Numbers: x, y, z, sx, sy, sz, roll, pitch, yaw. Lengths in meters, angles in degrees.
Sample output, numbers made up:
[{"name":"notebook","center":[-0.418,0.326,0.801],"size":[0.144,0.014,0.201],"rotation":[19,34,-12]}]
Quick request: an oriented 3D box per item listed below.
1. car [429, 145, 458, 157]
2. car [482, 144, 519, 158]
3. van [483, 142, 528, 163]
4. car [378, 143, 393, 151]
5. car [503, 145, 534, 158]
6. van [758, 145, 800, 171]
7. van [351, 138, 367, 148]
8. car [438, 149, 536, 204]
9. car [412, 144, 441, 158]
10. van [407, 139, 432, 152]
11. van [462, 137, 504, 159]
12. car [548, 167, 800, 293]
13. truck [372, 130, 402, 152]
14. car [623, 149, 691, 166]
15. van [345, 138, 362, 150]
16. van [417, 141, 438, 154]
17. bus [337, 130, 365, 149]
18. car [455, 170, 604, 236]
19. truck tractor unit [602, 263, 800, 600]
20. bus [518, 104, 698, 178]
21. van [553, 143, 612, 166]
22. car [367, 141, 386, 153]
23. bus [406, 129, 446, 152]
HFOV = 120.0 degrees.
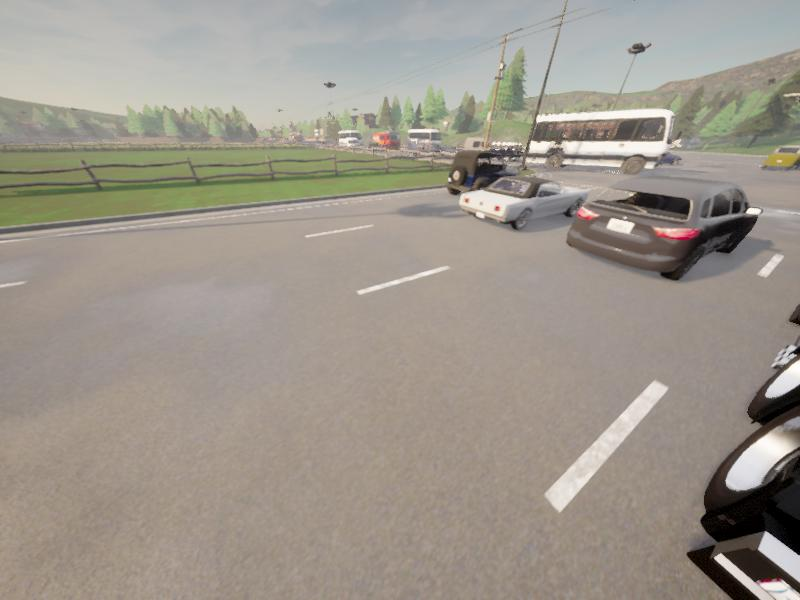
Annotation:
[{"name":"car","center":[7.051,-24.468,37.898],"size":[1.837,1.490,4.892],"rotation":[-19,39,-25]},{"name":"car","center":[15.877,-23.825,36.926],"size":[2.152,1.651,5.027],"rotation":[-19,39,-25]},{"name":"van","center":[13.225,-18.737,29.231],"size":[2.069,2.038,4.480],"rotation":[-19,39,-25]},{"name":"car","center":[-3.634,-38.721,58.335],"size":[1.812,1.442,4.674],"rotation":[-19,39,-25]},{"name":"car","center":[19.299,-24.422,37.826],"size":[1.851,1.617,3.988],"rotation":[-18,39,-25]},{"name":"van","center":[38.159,-13.997,22.661],"size":[4.442,1.987,1.775],"rotation":[-15,38,-21]},{"name":"van","center":[-12.676,-47.885,70.565],"size":[2.351,2.431,6.366],"rotation":[-19,39,-25]},{"name":"car","center":[4.037,-5.951,10.924],"size":[3.866,1.878,1.905],"rotation":[-18,39,-25]},{"name":"car","center":[4.088,-23.487,36.310],"size":[2.242,1.667,4.611],"rotation":[-19,39,-25]},{"name":"van","center":[4.318,-35.348,52.690],"size":[2.351,2.431,6.366],"rotation":[-19,39,-25]},{"name":"van","center":[12.559,-23.489,35.615],"size":[1.988,2.561,5.915],"rotation":[-18,39,-25]},{"name":"car","center":[6.317,-1.982,5.433],"size":[4.611,1.667,2.242],"rotation":[-16,38,-22]},{"name":"truck","center":[-3.049,-35.203,51.207],"size":[2.891,3.827,8.468],"rotation":[-18,39,-25]},{"name":"car","center":[29.317,-16.433,26.536],"size":[4.792,1.488,2.163],"rotation":[3,35,4]},{"name":"van","center":[-11.696,-39.143,57.886],"size":[1.988,2.561,5.915],"rotation":[-19,39,-25]},{"name":"van","center":[5.395,-30.198,45.688],"size":[1.775,1.987,4.442],"rotation":[-19,39,-25]},{"name":"bus","center":[-14.251,-46.376,66.788],"size":[3.944,4.253,10.273],"rotation":[-19,39,-25]},{"name":"car","center":[4.437,-3.512,7.945],"size":[4.718,1.301,1.895],"rotation":[-18,39,-25]},{"name":"truck tractor unit","center":[5.107,-0.304,0.790],"size":[6.516,4.208,3.053],"rotation":[-18,39,-24]},{"name":"bus","center":[16.901,-13.782,20.208],"size":[10.273,4.253,3.944],"rotation":[28,46,35]},{"name":"van","center":[20.513,-16.545,26.142],"size":[2.069,2.038,4.480],"rotation":[-30,45,-35]},{"name":"car","center":[-4.990,-32.366,48.808],"size":[1.932,1.855,4.605],"rotation":[-18,40,-25]},{"name":"bus","center":[5.937,-38.599,55.766],"size":[3.944,4.253,10.273],"rotation":[-19,40,-25]}]
